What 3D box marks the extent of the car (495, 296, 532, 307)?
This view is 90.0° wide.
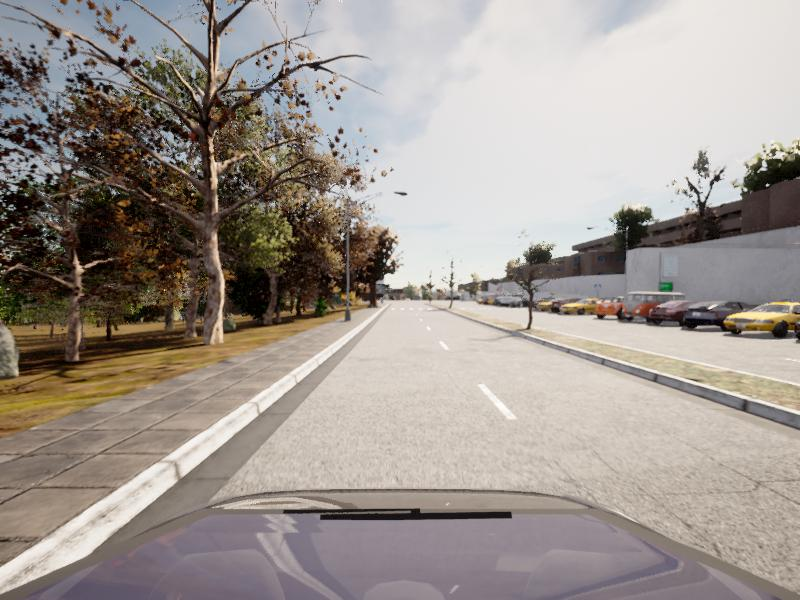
[{"bbox_3d":[16.894,0.215,59.379,5.008,1.535,2.097,1,1,-20],"label":"car"}]

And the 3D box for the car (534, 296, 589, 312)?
[{"bbox_3d":[16.707,0.444,41.425,5.366,1.575,1.946,0,1,-20],"label":"car"}]

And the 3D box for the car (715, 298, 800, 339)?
[{"bbox_3d":[16.696,0.764,17.550,5.366,1.575,1.946,1,1,-20],"label":"car"}]

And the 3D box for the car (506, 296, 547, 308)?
[{"bbox_3d":[16.895,0.285,53.413,4.892,1.521,2.231,1,1,-20],"label":"car"}]

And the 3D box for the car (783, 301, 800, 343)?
[{"bbox_3d":[16.839,0.820,14.622,4.792,1.488,2.163,1,1,-20],"label":"car"}]

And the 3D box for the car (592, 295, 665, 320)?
[{"bbox_3d":[16.847,0.510,29.549,4.553,1.767,2.185,0,1,-20],"label":"car"}]

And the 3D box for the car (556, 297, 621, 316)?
[{"bbox_3d":[16.703,0.541,35.459,5.366,1.575,1.946,0,1,-20],"label":"car"}]

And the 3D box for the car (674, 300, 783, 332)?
[{"bbox_3d":[16.896,0.775,20.619,4.792,1.488,2.163,1,0,-20],"label":"car"}]

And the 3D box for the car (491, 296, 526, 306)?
[{"bbox_3d":[16.883,0.185,62.364,4.892,1.521,2.231,1,0,-20],"label":"car"}]

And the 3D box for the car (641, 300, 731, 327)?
[{"bbox_3d":[16.866,0.751,23.591,4.674,1.452,2.002,1,0,-20],"label":"car"}]

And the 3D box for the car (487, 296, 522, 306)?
[{"bbox_3d":[17.065,0.153,65.411,5.366,1.575,1.946,1,0,-20],"label":"car"}]

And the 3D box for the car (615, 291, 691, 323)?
[{"bbox_3d":[16.768,0.451,26.520,4.442,1.987,1.878,0,1,-20],"label":"car"}]

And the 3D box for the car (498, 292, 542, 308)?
[{"bbox_3d":[16.916,-0.004,56.411,5.566,2.045,2.435,1,0,-20],"label":"car"}]

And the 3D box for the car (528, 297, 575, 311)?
[{"bbox_3d":[16.877,0.444,44.474,4.674,1.452,2.002,0,1,-20],"label":"car"}]

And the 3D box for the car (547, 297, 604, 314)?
[{"bbox_3d":[16.905,0.526,38.521,4.792,1.488,2.163,0,1,-20],"label":"car"}]
